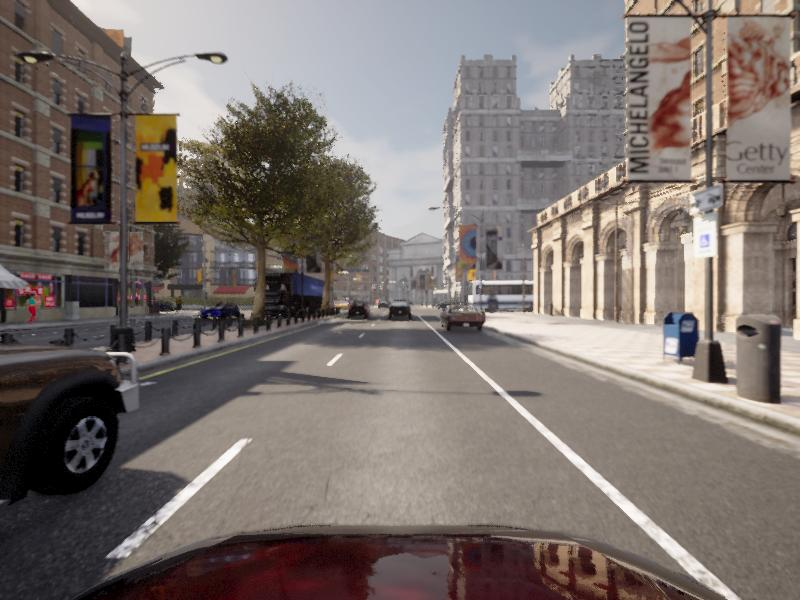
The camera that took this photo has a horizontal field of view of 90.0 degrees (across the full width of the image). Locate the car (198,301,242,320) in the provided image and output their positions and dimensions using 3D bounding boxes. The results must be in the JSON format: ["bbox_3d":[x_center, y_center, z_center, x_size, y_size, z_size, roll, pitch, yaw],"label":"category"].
[{"bbox_3d":[-14.934,0.857,33.408,1.816,1.474,4.193,0,0,0],"label":"car"}]

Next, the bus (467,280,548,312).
[{"bbox_3d":[14.738,-0.523,55.623,10.273,4.253,3.944,-1,0,0],"label":"bus"}]

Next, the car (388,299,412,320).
[{"bbox_3d":[0.023,0.774,34.612,1.930,1.638,5.238,0,0,1],"label":"car"}]

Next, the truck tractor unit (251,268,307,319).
[{"bbox_3d":[-10.846,-0.518,36.589,3.053,4.208,6.516,0,0,0],"label":"truck tractor unit"}]

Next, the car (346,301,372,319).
[{"bbox_3d":[-3.496,0.831,34.821,1.845,1.501,3.633,0,0,1],"label":"car"}]

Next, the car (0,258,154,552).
[{"bbox_3d":[-3.488,0.646,1.782,1.932,1.855,4.605,0,-2,0],"label":"car"}]

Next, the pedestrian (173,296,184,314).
[{"bbox_3d":[-22.197,0.488,40.131,0.751,1.860,0.751,0,0,-13],"label":"pedestrian"}]

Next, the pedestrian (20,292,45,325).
[{"bbox_3d":[-21.287,0.487,23.159,0.751,1.860,0.751,0,0,-3],"label":"pedestrian"}]

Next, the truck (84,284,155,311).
[{"bbox_3d":[-41.151,-0.316,58.816,8.468,3.827,2.891,0,0,0],"label":"truck"}]

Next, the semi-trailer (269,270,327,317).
[{"bbox_3d":[-10.829,-0.613,44.500,2.717,4.402,14.254,0,0,0],"label":"semi-trailer"}]

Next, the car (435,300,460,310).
[{"bbox_3d":[7.395,0.821,62.477,3.705,1.549,1.789,0,0,0],"label":"car"}]

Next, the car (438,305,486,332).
[{"bbox_3d":[3.288,0.941,22.027,1.895,1.301,4.718,0,0,0],"label":"car"}]
